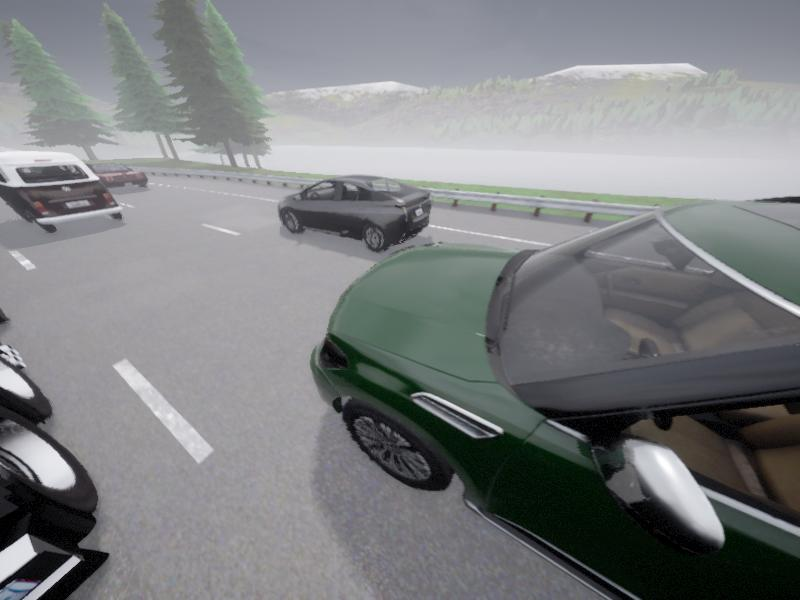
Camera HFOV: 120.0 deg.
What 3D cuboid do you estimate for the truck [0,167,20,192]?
[{"bbox_3d":[-25.359,-7.425,12.746,5.204,2.467,2.627,14,37,18],"label":"truck"}]

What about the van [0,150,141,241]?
[{"bbox_3d":[-11.377,-3.613,7.504,4.480,2.038,2.069,17,38,23],"label":"van"}]

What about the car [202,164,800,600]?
[{"bbox_3d":[1.963,0.584,1.353,5.566,2.045,2.150,18,39,24],"label":"car"}]

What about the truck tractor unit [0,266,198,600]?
[{"bbox_3d":[-5.121,-0.291,0.771,6.516,4.208,3.053,18,39,24],"label":"truck tractor unit"}]

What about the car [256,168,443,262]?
[{"bbox_3d":[-1.382,-2.600,6.409,4.514,1.525,2.007,18,39,24],"label":"car"}]

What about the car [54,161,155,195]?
[{"bbox_3d":[-16.658,-7.005,13.075,4.718,1.301,1.895,15,38,20],"label":"car"}]

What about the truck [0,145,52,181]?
[{"bbox_3d":[-30.892,-10.604,17.668,6.274,2.098,2.390,12,36,17],"label":"truck"}]
